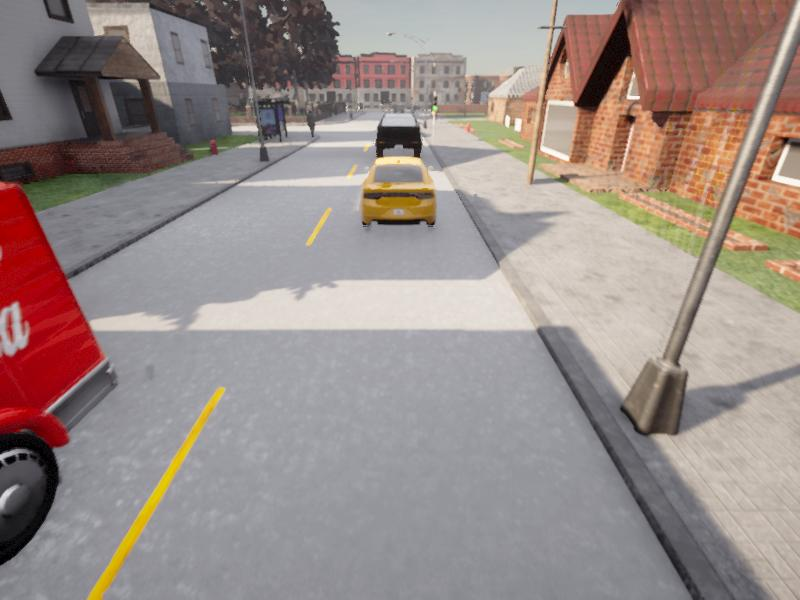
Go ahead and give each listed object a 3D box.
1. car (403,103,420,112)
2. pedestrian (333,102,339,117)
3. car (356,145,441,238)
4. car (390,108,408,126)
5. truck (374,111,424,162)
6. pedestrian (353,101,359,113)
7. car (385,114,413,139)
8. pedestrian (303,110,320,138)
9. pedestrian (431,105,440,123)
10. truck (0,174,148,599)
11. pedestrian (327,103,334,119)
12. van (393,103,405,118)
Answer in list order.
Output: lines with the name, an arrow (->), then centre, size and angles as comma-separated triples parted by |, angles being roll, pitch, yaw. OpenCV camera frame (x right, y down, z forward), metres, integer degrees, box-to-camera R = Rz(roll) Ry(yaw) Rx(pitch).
car -> 2.410, -41.001, 85.173 | 3.705, 1.549, 1.789 | 0, 27, 0
pedestrian -> -9.420, -28.027, 58.862 | 0.751, 1.860, 0.751 | 0, 27, 0
car -> -0.036, -3.297, 11.354 | 1.882, 1.535, 5.008 | 0, 27, 0
car -> -0.123, -20.706, 45.154 | 1.851, 1.617, 3.988 | 0, 27, 0
truck -> -0.066, -9.333, 22.489 | 2.390, 2.098, 6.274 | 0, 27, 0
pedestrian -> -7.773, -33.989, 70.465 | 0.751, 1.860, 0.751 | 2, 27, 3
car -> -0.092, -14.168, 32.539 | 2.128, 1.511, 4.902 | 0, 27, 0
pedestrian -> -6.646, -13.284, 30.129 | 0.751, 1.860, 0.751 | 11, 29, 21
pedestrian -> 3.965, -20.878, 44.928 | 0.751, 1.860, 0.751 | 12, 30, 22
truck -> -4.011, 1.290, 1.413 | 2.627, 2.467, 5.204 | 0, 27, 0
pedestrian -> -9.346, -25.395, 53.741 | 0.751, 1.860, 0.751 | -1, 27, -2
van -> -0.173, -30.169, 63.638 | 1.775, 1.987, 4.442 | 0, 27, 0
